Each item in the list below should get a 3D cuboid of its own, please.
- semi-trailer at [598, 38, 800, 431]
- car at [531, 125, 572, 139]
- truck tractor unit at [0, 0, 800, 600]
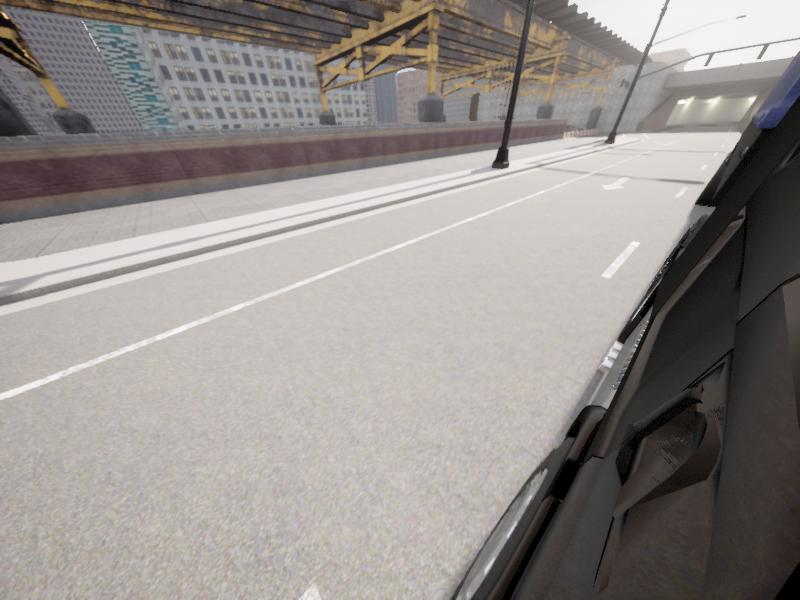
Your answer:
[{"bbox_3d":[8.689,-3.603,4.250,14.254,4.402,2.717,-28,43,-30],"label":"semi-trailer"},{"bbox_3d":[24.557,-27.333,37.620,4.974,1.542,2.038,0,37,4],"label":"car"},{"bbox_3d":[2.645,-0.295,0.351,6.516,4.208,3.053,-28,44,-30],"label":"truck tractor unit"}]
